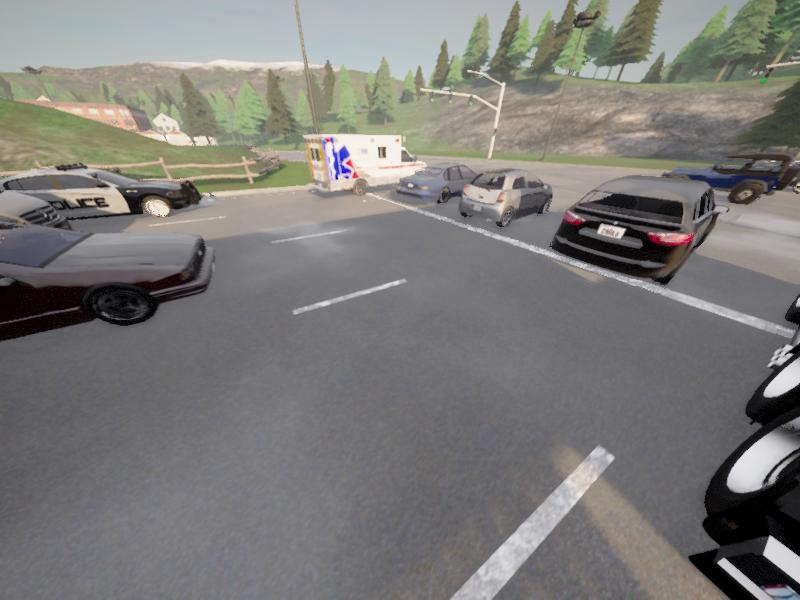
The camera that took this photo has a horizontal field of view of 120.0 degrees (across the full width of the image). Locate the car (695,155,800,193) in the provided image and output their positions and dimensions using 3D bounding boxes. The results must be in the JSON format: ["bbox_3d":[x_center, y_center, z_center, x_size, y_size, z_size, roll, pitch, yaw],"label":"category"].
[{"bbox_3d":[21.222,-7.282,13.269,2.128,1.511,4.902,-23,41,-29],"label":"car"}]

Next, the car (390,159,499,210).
[{"bbox_3d":[2.227,-5.583,10.814,5.357,1.411,2.033,-28,44,-34],"label":"car"}]

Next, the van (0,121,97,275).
[{"bbox_3d":[-10.520,-1.442,3.789,5.915,2.561,1.988,-18,39,-24],"label":"van"}]

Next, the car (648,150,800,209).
[{"bbox_3d":[14.767,-5.701,10.626,1.905,1.878,3.866,-23,41,-30],"label":"car"}]

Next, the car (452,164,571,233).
[{"bbox_3d":[3.818,-3.682,7.976,3.633,1.501,1.845,-24,42,-30],"label":"car"}]

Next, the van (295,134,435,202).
[{"bbox_3d":[-1.449,-6.953,11.855,6.366,2.431,2.351,-23,42,-30],"label":"van"}]

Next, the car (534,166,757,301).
[{"bbox_3d":[5.695,-1.968,5.401,4.611,1.667,2.242,-23,41,-29],"label":"car"}]

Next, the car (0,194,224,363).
[{"bbox_3d":[-5.818,-0.193,3.022,5.357,1.411,2.033,-18,39,-24],"label":"car"}]

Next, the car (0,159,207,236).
[{"bbox_3d":[-10.005,-3.549,7.600,5.238,1.638,1.930,-18,39,-24],"label":"car"}]

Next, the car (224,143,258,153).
[{"bbox_3d":[-30.300,-28.995,44.148,4.892,1.490,1.837,4,34,5],"label":"car"}]

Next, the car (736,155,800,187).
[{"bbox_3d":[24.922,-7.771,14.011,1.837,1.490,4.892,-22,41,-29],"label":"car"}]

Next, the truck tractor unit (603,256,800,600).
[{"bbox_3d":[5.101,-0.308,0.810,6.516,4.208,3.053,-19,39,-25],"label":"truck tractor unit"}]
